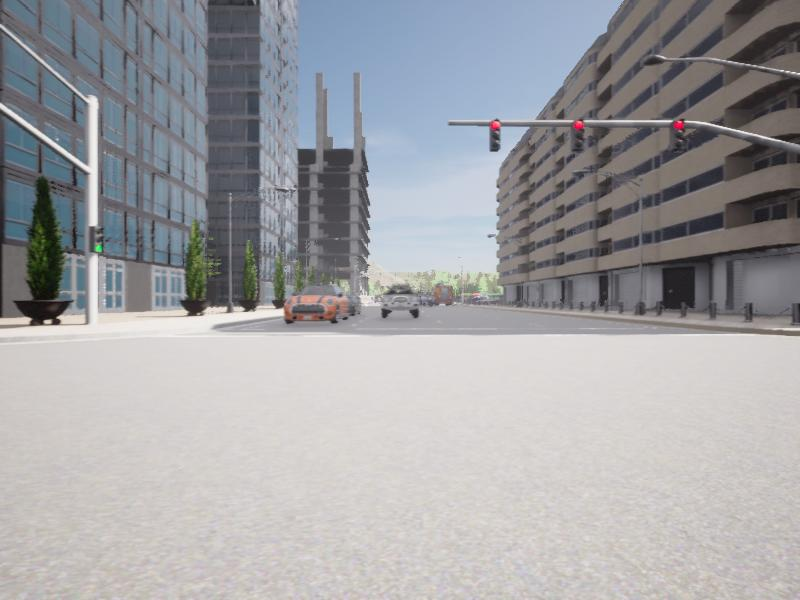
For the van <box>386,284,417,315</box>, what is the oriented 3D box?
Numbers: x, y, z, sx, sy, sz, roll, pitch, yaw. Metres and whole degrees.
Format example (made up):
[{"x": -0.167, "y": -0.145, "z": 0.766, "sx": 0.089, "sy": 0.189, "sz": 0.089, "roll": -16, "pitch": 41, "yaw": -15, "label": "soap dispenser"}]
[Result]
[{"x": 0.095, "y": -0.034, "z": 29.007, "sx": 2.069, "sy": 2.038, "sz": 4.480, "roll": 0, "pitch": 0, "yaw": 0, "label": "van"}]

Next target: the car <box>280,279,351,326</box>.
[{"x": -3.494, "y": 0.090, "z": 17.533, "sx": 2.097, "sy": 1.767, "sz": 4.553, "roll": 0, "pitch": 0, "yaw": 1, "label": "car"}]

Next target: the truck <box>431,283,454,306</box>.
[{"x": 7.275, "y": -0.916, "z": 69.616, "sx": 2.891, "sy": 3.827, "sz": 8.468, "roll": 0, "pitch": 0, "yaw": 0, "label": "truck"}]

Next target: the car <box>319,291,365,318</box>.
[{"x": -3.432, "y": 0.235, "z": 24.687, "sx": 2.128, "sy": 1.511, "sz": 4.902, "roll": 0, "pitch": 0, "yaw": 0, "label": "car"}]

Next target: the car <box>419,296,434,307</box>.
[{"x": 3.773, "y": 0.228, "z": 58.535, "sx": 1.882, "sy": 1.535, "sz": 5.008, "roll": 0, "pitch": 0, "yaw": 0, "label": "car"}]

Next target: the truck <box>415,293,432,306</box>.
[{"x": 3.810, "y": -0.048, "z": 66.337, "sx": 2.390, "sy": 2.098, "sz": 6.274, "roll": 0, "pitch": 0, "yaw": 0, "label": "truck"}]

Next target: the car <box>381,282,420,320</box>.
[{"x": 0.052, "y": 0.043, "z": 22.218, "sx": 1.932, "sy": 1.855, "sz": 4.605, "roll": 0, "pitch": 0, "yaw": 0, "label": "car"}]
